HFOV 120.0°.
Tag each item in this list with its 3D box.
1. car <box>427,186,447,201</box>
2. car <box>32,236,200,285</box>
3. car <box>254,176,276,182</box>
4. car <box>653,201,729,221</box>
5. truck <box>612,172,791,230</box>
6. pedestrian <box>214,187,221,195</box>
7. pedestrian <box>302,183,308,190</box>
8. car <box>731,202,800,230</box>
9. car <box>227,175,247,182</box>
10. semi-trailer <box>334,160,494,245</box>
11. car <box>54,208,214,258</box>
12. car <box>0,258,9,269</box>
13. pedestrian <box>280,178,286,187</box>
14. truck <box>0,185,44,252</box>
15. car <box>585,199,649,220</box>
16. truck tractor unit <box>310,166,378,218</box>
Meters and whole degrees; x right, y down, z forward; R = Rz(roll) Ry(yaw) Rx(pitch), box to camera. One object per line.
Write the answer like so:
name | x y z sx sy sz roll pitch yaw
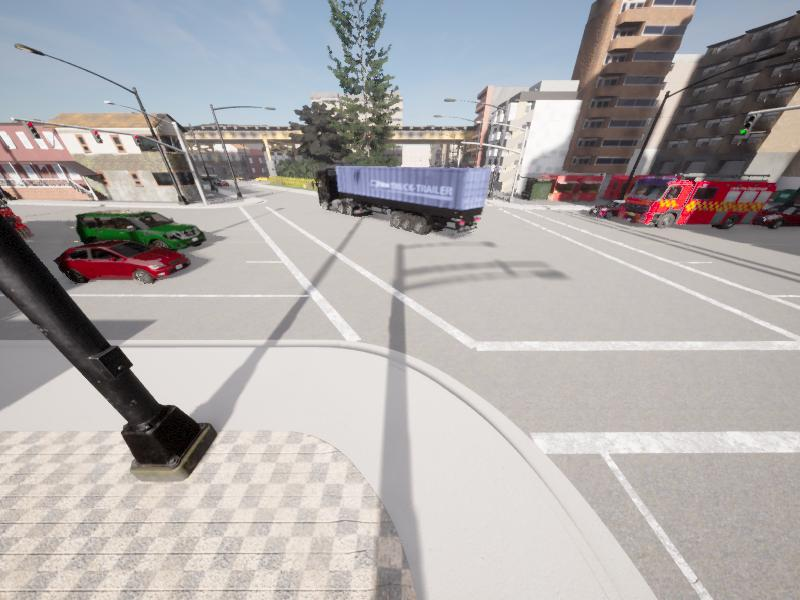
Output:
car | 5.324 -15.635 33.769 2.152 1.651 5.027 0 30 1
car | -11.502 -1.688 9.700 4.193 1.474 1.816 0 30 0
car | -41.634 -37.285 71.309 5.366 1.575 1.801 1 30 1
car | 27.520 -8.484 21.978 4.181 1.385 1.994 1 30 0
truck | 23.136 -7.864 18.354 8.468 3.827 2.891 0 30 -1
pedestrian | -30.008 -17.950 37.918 0.500 1.100 0.500 -25 38 -36
pedestrian | -18.409 -22.038 44.839 0.751 1.300 0.751 -23 37 -34
car | 31.272 -6.902 18.910 4.553 1.767 2.097 1 30 -1
car | -52.418 -39.182 74.300 4.605 1.855 1.932 0 30 0
semi-trailer | -0.290 -8.323 18.297 2.717 4.402 14.254 -23 37 -35
car | -14.054 -3.724 12.622 5.566 2.045 2.150 2 30 2
car | -20.512 -1.655 9.669 4.181 1.385 1.994 1 30 0
pedestrian | -26.198 -26.328 51.709 0.751 1.860 0.751 -27 39 -38
truck | -26.327 -4.569 12.107 8.468 3.827 2.891 1 30 0
car | 20.444 -8.612 21.937 3.806 1.475 1.970 0 30 0
truck tractor unit | -5.676 -11.139 23.356 6.516 4.208 3.053 26 39 36
